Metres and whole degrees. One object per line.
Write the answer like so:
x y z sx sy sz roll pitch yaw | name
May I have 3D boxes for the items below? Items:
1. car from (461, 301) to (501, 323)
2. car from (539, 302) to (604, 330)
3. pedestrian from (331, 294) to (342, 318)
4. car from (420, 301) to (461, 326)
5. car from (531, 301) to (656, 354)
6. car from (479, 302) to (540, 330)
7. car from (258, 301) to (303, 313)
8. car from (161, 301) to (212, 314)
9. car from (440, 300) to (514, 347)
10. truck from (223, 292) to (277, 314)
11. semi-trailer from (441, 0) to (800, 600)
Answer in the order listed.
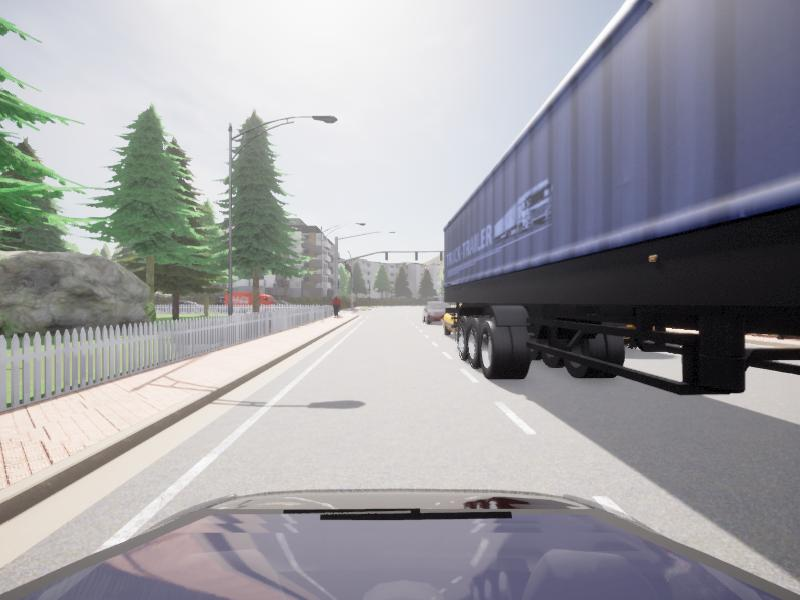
6.005 0.823 30.287 1.882 1.535 5.008 0 0 -2 | car
9.736 0.854 23.075 1.816 1.474 4.193 0 0 -2 | car
-5.026 0.487 31.560 0.751 1.860 0.751 0 0 -1 | pedestrian
2.608 0.851 26.860 2.163 1.488 4.792 0 0 -2 | car
6.568 0.823 14.371 1.882 1.535 5.008 0 0 -3 | car
6.233 0.851 23.454 2.163 1.488 4.792 0 0 -2 | car
-14.752 0.836 49.654 4.902 1.511 2.128 0 0 0 | car
-24.545 0.845 46.090 4.892 1.490 1.837 0 0 0 | car
2.936 0.806 16.436 1.801 1.575 5.366 0 0 -2 | car
-17.188 0.357 46.139 5.204 2.467 2.627 0 0 0 | truck
3.062 -0.618 6.768 2.717 4.402 14.254 0 0 -2 | semi-trailer
